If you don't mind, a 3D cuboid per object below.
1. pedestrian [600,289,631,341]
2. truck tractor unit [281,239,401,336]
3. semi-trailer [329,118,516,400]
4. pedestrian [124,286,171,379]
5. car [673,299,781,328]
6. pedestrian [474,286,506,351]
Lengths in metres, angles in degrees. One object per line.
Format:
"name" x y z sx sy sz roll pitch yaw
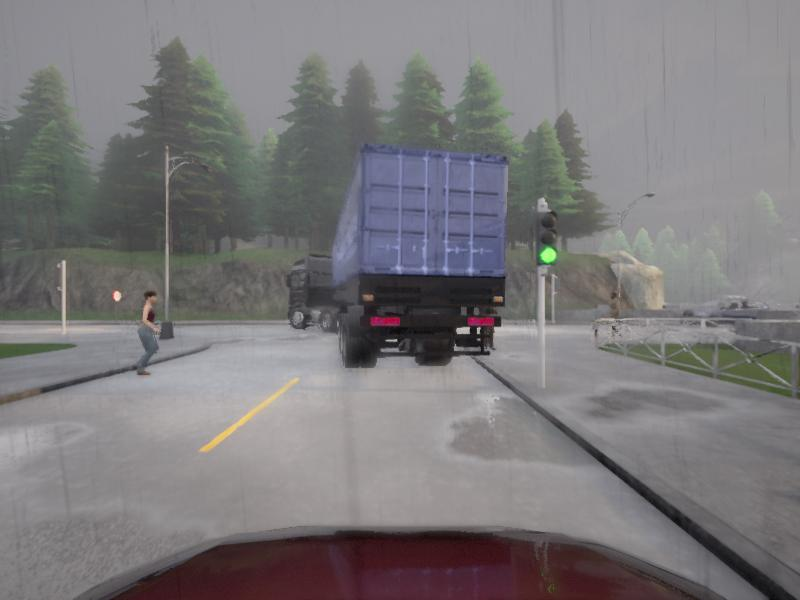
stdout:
"pedestrian" 7.918 0.539 14.735 0.751 1.860 0.751 0 0 0
"truck tractor unit" -3.288 -0.511 20.831 3.053 4.208 6.516 2 -1 -41
"semi-trailer" -0.815 -0.620 13.500 2.717 4.402 14.254 1 0 -12
"pedestrian" -5.309 0.645 8.448 0.751 1.860 0.751 0 0 -26
"car" 19.441 0.779 23.979 4.611 1.667 2.242 0 0 0
"pedestrian" 2.640 0.528 11.790 0.751 1.860 0.751 0 0 -3
